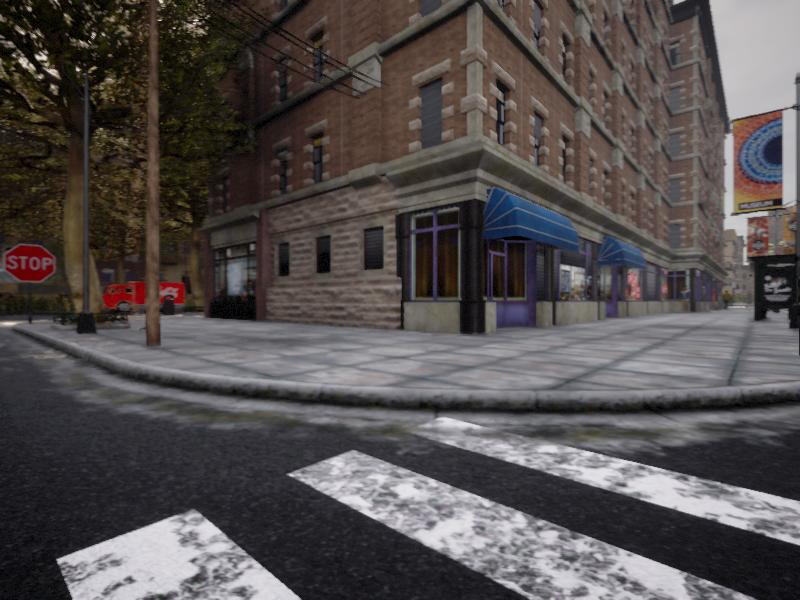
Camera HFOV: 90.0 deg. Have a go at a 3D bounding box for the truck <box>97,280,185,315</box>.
[{"bbox_3d":[-19.862,-0.179,30.902,2.627,2.467,5.204,0,0,42],"label":"truck"}]

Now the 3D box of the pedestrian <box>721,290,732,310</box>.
[{"bbox_3d":[30.324,-0.012,37.177,0.751,1.860,0.751,0,0,43],"label":"pedestrian"}]

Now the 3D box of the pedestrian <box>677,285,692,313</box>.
[{"bbox_3d":[19.204,-0.041,26.972,0.751,1.860,0.751,0,0,43],"label":"pedestrian"}]
